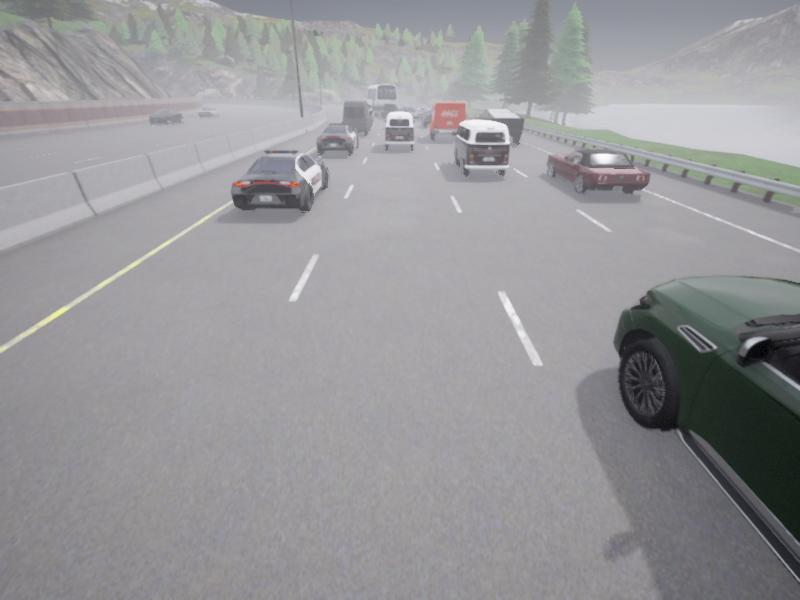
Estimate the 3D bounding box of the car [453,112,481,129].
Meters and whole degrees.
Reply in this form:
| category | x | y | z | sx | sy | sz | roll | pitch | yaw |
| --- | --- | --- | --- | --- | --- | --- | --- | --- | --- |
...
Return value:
| category | x | y | z | sx | sy | sz | roll | pitch | yaw |
| --- | --- | --- | --- | --- | --- | --- | --- | --- | --- |
| car | 6.764 | -18.269 | 40.701 | 1.895 | 1.301 | 4.718 | -1 | 27 | -2 |

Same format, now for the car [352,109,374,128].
| category | x | y | z | sx | sy | sz | roll | pitch | yaw |
| --- | --- | --- | --- | --- | --- | --- | --- | --- | --- |
| car | -3.785 | -18.740 | 41.273 | 2.007 | 1.525 | 4.514 | -1 | 27 | -2 |

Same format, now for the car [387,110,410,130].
| category | x | y | z | sx | sy | sz | roll | pitch | yaw |
| --- | --- | --- | --- | --- | --- | --- | --- | --- | --- |
| car | -0.204 | -17.926 | 39.740 | 2.128 | 1.511 | 4.902 | -1 | 27 | -2 |

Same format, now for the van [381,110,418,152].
| category | x | y | z | sx | sy | sz | roll | pitch | yaw |
| --- | --- | --- | --- | --- | --- | --- | --- | --- | --- |
| van | -0.027 | -10.701 | 25.141 | 2.069 | 2.038 | 4.480 | 0 | 27 | 0 |

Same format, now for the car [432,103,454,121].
| category | x | y | z | sx | sy | sz | roll | pitch | yaw |
| --- | --- | --- | --- | --- | --- | --- | --- | --- | --- |
| car | 5.637 | -24.916 | 52.961 | 1.932 | 1.855 | 4.605 | -3 | 28 | -6 |

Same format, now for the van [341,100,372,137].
| category | x | y | z | sx | sy | sz | roll | pitch | yaw |
| --- | --- | --- | --- | --- | --- | --- | --- | --- | --- |
| van | -3.551 | -15.396 | 33.679 | 1.988 | 2.561 | 5.915 | 0 | 27 | -1 |

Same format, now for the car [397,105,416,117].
| category | x | y | z | sx | sy | sz | roll | pitch | yaw |
| --- | --- | --- | --- | --- | --- | --- | --- | --- | --- |
| car | 0.938 | -28.615 | 60.558 | 2.007 | 1.525 | 4.514 | -5 | 28 | -11 |

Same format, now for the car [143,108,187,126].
| category | x | y | z | sx | sy | sz | roll | pitch | yaw |
| --- | --- | --- | --- | --- | --- | --- | --- | --- | --- |
| car | -24.848 | -19.492 | 42.536 | 1.882 | 1.535 | 5.008 | -1 | 28 | -3 |

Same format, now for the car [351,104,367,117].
| category | x | y | z | sx | sy | sz | roll | pitch | yaw |
| --- | --- | --- | --- | --- | --- | --- | --- | --- | --- |
| car | -6.176 | -28.664 | 60.508 | 1.851 | 1.617 | 3.988 | -5 | 28 | -11 |

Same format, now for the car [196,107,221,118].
| category | x | y | z | sx | sy | sz | roll | pitch | yaw |
| --- | --- | --- | --- | --- | --- | --- | --- | --- | --- |
| car | -26.450 | -25.967 | 55.340 | 1.895 | 1.301 | 4.718 | -4 | 28 | -9 |

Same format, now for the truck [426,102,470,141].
| category | x | y | z | sx | sy | sz | roll | pitch | yaw |
| --- | --- | --- | --- | --- | --- | --- | --- | --- | --- |
| truck | 3.468 | -13.534 | 30.149 | 2.627 | 2.467 | 5.204 | 0 | 26 | 0 |

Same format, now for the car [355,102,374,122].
| category | x | y | z | sx | sy | sz | roll | pitch | yaw |
| --- | --- | --- | --- | --- | --- | --- | --- | --- | --- |
| car | -4.553 | -23.749 | 50.421 | 2.150 | 2.045 | 5.566 | -3 | 28 | -6 |

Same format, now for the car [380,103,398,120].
| category | x | y | z | sx | sy | sz | roll | pitch | yaw |
| --- | --- | --- | --- | --- | --- | --- | --- | --- | --- |
| car | -1.535 | -25.328 | 53.674 | 1.905 | 1.878 | 3.866 | -4 | 27 | -8 |

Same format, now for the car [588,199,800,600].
| category | x | y | z | sx | sy | sz | roll | pitch | yaw |
| --- | --- | --- | --- | --- | --- | --- | --- | --- | --- |
| car | 3.494 | 1.134 | 2.201 | 2.150 | 2.045 | 5.566 | 0 | 28 | 0 |

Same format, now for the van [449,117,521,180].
| category | x | y | z | sx | sy | sz | roll | pitch | yaw |
| --- | --- | --- | --- | --- | --- | --- | --- | --- | --- |
| van | 3.481 | -6.724 | 17.455 | 2.069 | 2.038 | 4.480 | 0 | 27 | 0 |

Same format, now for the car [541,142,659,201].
| category | x | y | z | sx | sy | sz | roll | pitch | yaw |
| --- | --- | --- | --- | --- | --- | --- | --- | --- | --- |
| car | 6.982 | -4.851 | 14.661 | 1.895 | 1.301 | 4.718 | 0 | 27 | 0 |

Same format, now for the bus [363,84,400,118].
| category | x | y | z | sx | sy | sz | roll | pitch | yaw |
| --- | --- | --- | --- | --- | --- | --- | --- | --- | --- |
| bus | -2.988 | -30.487 | 61.093 | 3.944 | 4.253 | 10.273 | -5 | 28 | -11 |

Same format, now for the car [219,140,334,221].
| category | x | y | z | sx | sy | sz | roll | pitch | yaw |
| --- | --- | --- | --- | --- | --- | --- | --- | --- | --- |
| car | -3.516 | -3.956 | 12.580 | 2.038 | 1.542 | 4.974 | 0 | 27 | 0 |

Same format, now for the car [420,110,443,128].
| category | x | y | z | sx | sy | sz | roll | pitch | yaw |
| --- | --- | --- | --- | --- | --- | --- | --- | --- | --- |
| car | 3.213 | -18.753 | 41.415 | 1.816 | 1.474 | 4.193 | -1 | 27 | -2 |

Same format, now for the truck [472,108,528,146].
| category | x | y | z | sx | sy | sz | roll | pitch | yaw |
| --- | --- | --- | --- | --- | --- | --- | --- | --- | --- |
| truck | 6.970 | -12.555 | 28.739 | 2.390 | 2.098 | 6.274 | 0 | 27 | 0 |

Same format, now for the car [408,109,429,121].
| category | x | y | z | sx | sy | sz | roll | pitch | yaw |
| --- | --- | --- | --- | --- | --- | --- | --- | --- | --- |
| car | 2.326 | -23.835 | 51.466 | 1.895 | 1.301 | 4.718 | -3 | 27 | -6 |

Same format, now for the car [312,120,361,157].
| category | x | y | z | sx | sy | sz | roll | pitch | yaw |
| --- | --- | --- | --- | --- | --- | --- | --- | --- | --- |
| car | -3.526 | -9.483 | 23.298 | 2.038 | 1.542 | 4.974 | 0 | 27 | 0 |
